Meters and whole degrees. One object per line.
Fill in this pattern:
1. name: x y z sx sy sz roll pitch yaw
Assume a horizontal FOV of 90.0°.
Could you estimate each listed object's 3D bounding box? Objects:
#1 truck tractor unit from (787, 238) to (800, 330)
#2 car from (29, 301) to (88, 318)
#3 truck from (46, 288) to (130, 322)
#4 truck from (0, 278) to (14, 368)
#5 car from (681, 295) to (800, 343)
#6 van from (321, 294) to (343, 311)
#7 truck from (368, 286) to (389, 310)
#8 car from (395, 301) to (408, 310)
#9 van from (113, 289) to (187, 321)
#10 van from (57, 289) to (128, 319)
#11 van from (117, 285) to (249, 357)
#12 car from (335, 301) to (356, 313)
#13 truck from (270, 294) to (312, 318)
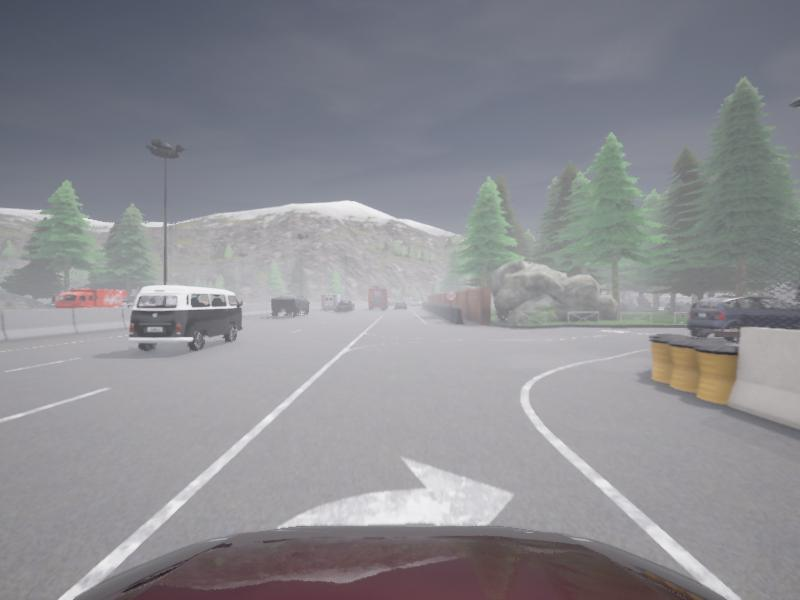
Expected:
1. truck tractor unit: 21.543 -0.720 17.367 6.516 4.208 3.053 0 0 1
2. car: -31.497 0.853 37.068 1.816 1.474 4.193 0 0 0
3. truck: -24.499 0.355 31.794 2.627 2.467 5.204 0 0 0
4. truck: -10.499 0.542 6.498 2.390 2.098 6.274 0 0 0
5. car: 12.209 0.616 13.871 3.705 1.549 1.789 0 0 0
6. van: -10.459 0.376 62.020 2.351 2.431 6.366 0 0 1
7. truck: -3.415 -0.323 66.776 2.891 3.827 8.468 0 0 1
8. car: 0.235 0.905 69.185 1.994 1.385 4.181 0 0 3
9. van: -21.000 0.376 34.073 2.351 2.431 6.366 0 0 0
10. van: -28.002 0.321 36.788 1.988 2.561 5.915 0 0 0
11. van: -7.001 0.573 13.592 2.069 2.038 4.480 0 0 0
12. car: -6.999 0.835 52.055 2.128 1.511 4.902 0 0 0
13. truck: -10.500 0.541 39.035 2.390 2.098 6.274 0 0 0
